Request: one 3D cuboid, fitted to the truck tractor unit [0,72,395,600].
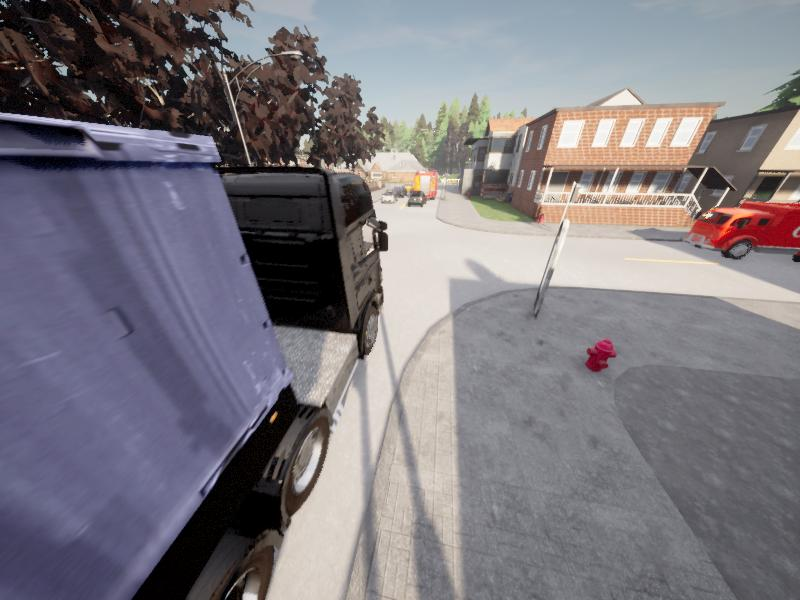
[{"bbox_3d":[-2.237,0.246,3.358,3.053,4.208,6.516,5,31,9],"label":"truck tractor unit"}]

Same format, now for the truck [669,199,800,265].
[{"bbox_3d":[18.231,-3.433,11.497,5.204,2.467,2.627,7,31,11],"label":"truck"}]

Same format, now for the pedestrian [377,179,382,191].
[{"bbox_3d":[-3.785,-21.397,42.951,0.751,1.860,0.751,5,30,9],"label":"pedestrian"}]

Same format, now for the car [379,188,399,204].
[{"bbox_3d":[-1.281,-13.276,29.471,1.845,1.501,3.633,4,30,7],"label":"car"}]

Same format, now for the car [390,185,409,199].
[{"bbox_3d":[-0.005,-16.512,35.211,2.033,1.411,5.357,5,30,8],"label":"car"}]

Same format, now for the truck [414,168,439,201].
[{"bbox_3d":[4.013,-17.185,33.950,2.891,3.827,8.468,5,31,9],"label":"truck"}]

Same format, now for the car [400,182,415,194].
[{"bbox_3d":[1.399,-20.204,41.419,1.801,1.575,5.366,5,30,9],"label":"car"}]

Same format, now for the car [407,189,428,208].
[{"bbox_3d":[2.108,-12.004,27.190,1.851,1.617,3.988,7,31,12],"label":"car"}]
